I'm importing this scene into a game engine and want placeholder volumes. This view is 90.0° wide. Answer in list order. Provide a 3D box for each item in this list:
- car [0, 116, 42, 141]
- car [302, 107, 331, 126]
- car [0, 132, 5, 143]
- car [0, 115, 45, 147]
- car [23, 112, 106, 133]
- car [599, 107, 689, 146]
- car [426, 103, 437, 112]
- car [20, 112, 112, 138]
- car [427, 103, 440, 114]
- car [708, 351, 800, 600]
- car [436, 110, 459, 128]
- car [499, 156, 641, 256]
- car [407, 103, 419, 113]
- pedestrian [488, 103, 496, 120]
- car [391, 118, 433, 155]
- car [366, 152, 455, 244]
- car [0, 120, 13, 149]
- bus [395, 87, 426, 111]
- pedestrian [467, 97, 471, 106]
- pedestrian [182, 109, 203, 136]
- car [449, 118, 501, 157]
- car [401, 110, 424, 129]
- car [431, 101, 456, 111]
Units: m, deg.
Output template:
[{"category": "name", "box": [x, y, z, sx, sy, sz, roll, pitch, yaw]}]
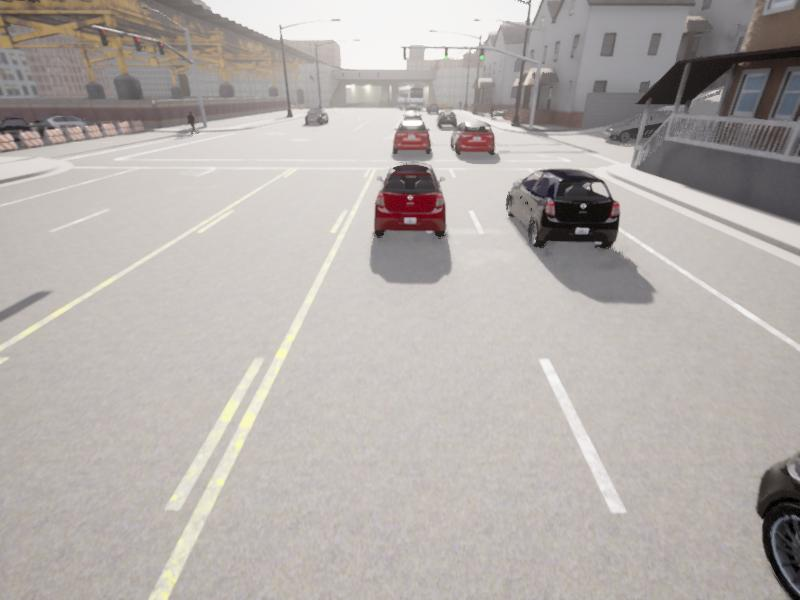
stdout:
[{"category": "car", "box": [-25.665, -11.602, 26.861, 1.853, 1.218, 4.536, -18, 32, -31]}, {"category": "car", "box": [-9.119, -20.245, 44.011, 2.033, 1.649, 4.856, 1, 27, 1]}, {"category": "car", "box": [-25.796, -9.454, 22.697, 4.536, 1.218, 1.853, -24, 36, -39]}, {"category": "car", "box": [-25.636, -11.442, 26.896, 2.038, 1.542, 4.974, -18, 32, -31]}, {"category": "car", "box": [-26.293, -14.033, 31.571, 1.853, 1.218, 4.536, 15, 31, 27]}, {"category": "car", "box": [17.024, -12.262, 28.200, 4.856, 1.649, 2.033, -8, 27, 4]}, {"category": "car", "box": [5.934, -36.454, 75.767, 1.994, 1.385, 4.181, 1, 27, 1]}, {"category": "car", "box": [-26.268, -13.914, 31.683, 2.038, 1.542, 4.974, 15, 31, 27]}, {"category": "car", "box": [5.686, -32.703, 68.217, 2.033, 1.649, 4.856, 1, 27, 1]}, {"category": "car", "box": [3.464, 2.073, 1.012, 1.812, 1.442, 4.674, 1, 27, 2]}, {"category": "car", "box": [4.782, -18.530, 40.871, 2.007, 1.525, 4.514, 1, 27, 1]}, {"category": "car", "box": [3.751, -2.428, 9.646, 1.845, 1.501, 3.633, 1, 27, 1]}, {"category": "car", "box": [2.367, -35.425, 73.735, 2.033, 1.411, 5.357, 1, 27, 1]}, {"category": "pedestrian", "box": [11.451, -23.483, 49.759, 0.751, 1.860, 0.751, 4, 28, 7]}, {"category": "car", "box": [0.715, -9.805, 23.779, 2.242, 1.667, 4.611, 1, 27, 1]}, {"category": "car", "box": [0.271, -2.773, 10.301, 1.845, 1.501, 3.633, 1, 27, 1]}, {"category": "car", "box": [-25.760, -9.331, 22.802, 4.974, 1.542, 2.038, -24, 36, -39]}, {"category": "bus", "box": [2.051, -42.431, 84.203, 3.944, 4.253, 10.273, -6, 28, -12]}, {"category": "pedestrian", "box": [16.432, -47.302, 95.255, 0.751, 1.860, 0.751, -1, 27, -2]}, {"category": "pedestrian", "box": [-16.248, -13.896, 31.357, 0.751, 1.860, 0.751, 6, 28, 12]}, {"category": "car", "box": [4.207, -9.574, 23.357, 2.242, 1.667, 4.611, 1, 27, 1]}, {"category": "car", "box": [1.267, -18.323, 40.468, 2.128, 1.511, 4.902, 1, 27, 1]}, {"category": "car", "box": [9.322, -41.597, 85.752, 5.366, 1.575, 1.801, -18, 33, -28]}]
